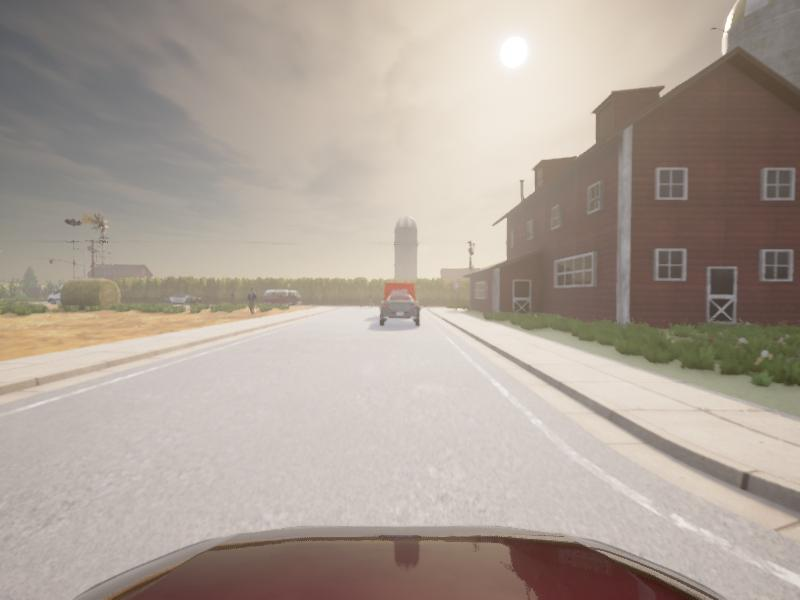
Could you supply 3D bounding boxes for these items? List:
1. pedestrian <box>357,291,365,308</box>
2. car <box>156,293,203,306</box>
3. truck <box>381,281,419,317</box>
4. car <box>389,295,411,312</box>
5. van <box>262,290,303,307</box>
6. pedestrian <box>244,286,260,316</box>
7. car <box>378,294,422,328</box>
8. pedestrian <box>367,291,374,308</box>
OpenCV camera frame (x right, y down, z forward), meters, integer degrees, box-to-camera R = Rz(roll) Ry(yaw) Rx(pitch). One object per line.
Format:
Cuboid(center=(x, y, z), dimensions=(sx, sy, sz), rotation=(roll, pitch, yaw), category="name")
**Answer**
Cuboid(center=(-4.322, -0.029, 44.219), dimensions=(0.751, 1.860, 0.751), rotation=(0, 1, -2), category="pedestrian")
Cuboid(center=(-29.037, -0.098, 52.769), dimensions=(4.974, 1.542, 2.038), rotation=(1, 1, 1), category="car")
Cuboid(center=(-0.011, -0.073, 30.325), dimensions=(2.627, 2.467, 5.204), rotation=(0, 1, 0), category="truck")
Cuboid(center=(0.010, 0.273, 38.495), dimensions=(2.038, 1.542, 4.974), rotation=(0, 1, 0), category="car")
Cuboid(center=(-14.358, -0.210, 49.054), dimensions=(4.480, 2.038, 2.069), rotation=(0, 1, 1), category="van")
Cuboid(center=(-9.342, 0.077, 25.246), dimensions=(0.751, 1.860, 0.751), rotation=(0, 1, 1), category="pedestrian")
Cuboid(center=(-0.002, 0.480, 22.083), dimensions=(2.152, 1.651, 5.027), rotation=(0, 1, 0), category="car")
Cuboid(center=(-3.277, -0.026, 44.793), dimensions=(0.751, 1.860, 0.751), rotation=(0, 1, 1), category="pedestrian")
